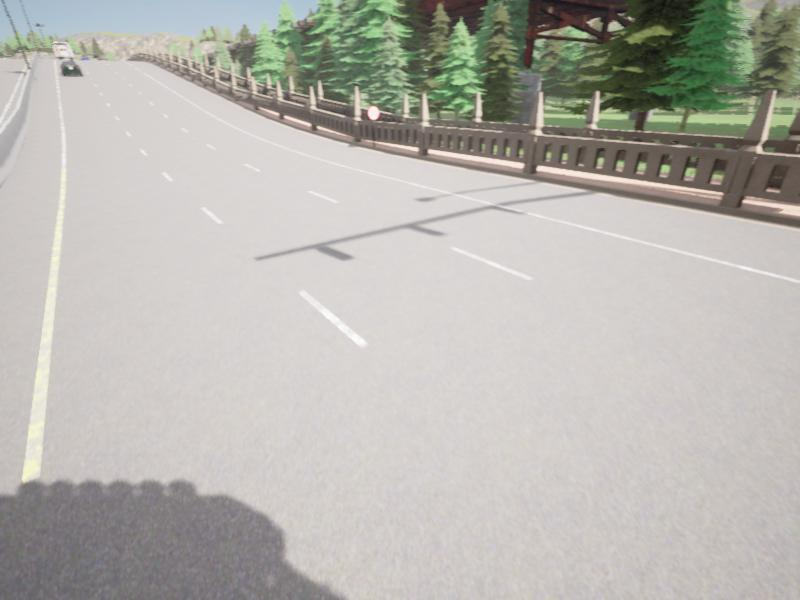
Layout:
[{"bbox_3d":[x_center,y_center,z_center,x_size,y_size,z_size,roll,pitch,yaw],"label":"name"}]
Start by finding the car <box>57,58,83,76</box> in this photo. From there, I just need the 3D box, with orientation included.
[{"bbox_3d":[-43.801,-30.940,53.129,2.097,1.767,4.553,-19,40,-31],"label":"car"}]

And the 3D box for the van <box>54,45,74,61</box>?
[{"bbox_3d":[-67.271,-49.431,80.201,2.351,2.431,6.366,-19,34,-31],"label":"van"}]
